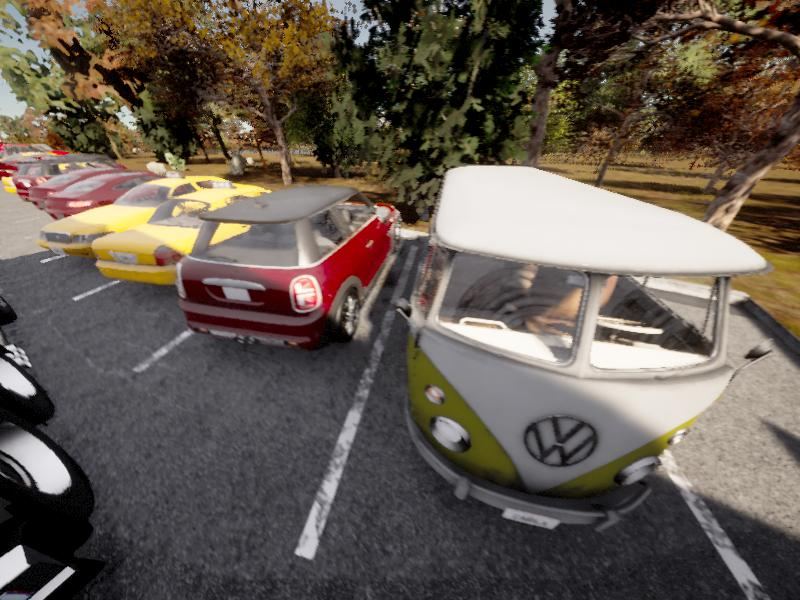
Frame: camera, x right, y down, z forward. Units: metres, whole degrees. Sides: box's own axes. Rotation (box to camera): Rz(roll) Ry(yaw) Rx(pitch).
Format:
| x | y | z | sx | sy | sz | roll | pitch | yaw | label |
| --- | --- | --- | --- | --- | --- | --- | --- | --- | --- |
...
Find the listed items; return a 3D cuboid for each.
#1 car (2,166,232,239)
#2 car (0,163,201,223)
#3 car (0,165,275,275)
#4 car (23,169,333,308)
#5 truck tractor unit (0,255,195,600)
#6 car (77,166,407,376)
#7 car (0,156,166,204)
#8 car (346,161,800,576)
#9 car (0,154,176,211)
| x | y | z | sx | sy | sz | roll | pitch | yaw | label |
| --- | --- | --- | --- | --- | --- | --- | --- | --- | --- |
| -8.932 | -3.708 | 8.152 | 2.002 | 1.452 | 4.674 | 7 | 35 | 10 | car |
| -11.444 | -4.593 | 9.446 | 2.002 | 1.452 | 4.674 | 7 | 35 | 10 | car |
| -6.442 | -2.765 | 6.695 | 1.946 | 1.575 | 5.366 | 7 | 35 | 9 | car |
| -3.844 | -2.100 | 5.724 | 1.946 | 1.575 | 5.366 | 6 | 35 | 10 | car |
| -5.097 | -0.313 | 0.804 | 6.516 | 4.208 | 3.053 | 19 | 39 | 25 | truck tractor unit |
| -1.350 | -1.221 | 4.218 | 2.185 | 1.767 | 4.553 | 6 | 35 | 9 | car |
| -16.396 | -6.530 | 12.203 | 1.946 | 1.575 | 5.366 | 7 | 35 | 11 | car |
| 1.186 | -0.406 | 2.847 | 1.878 | 1.987 | 4.442 | 6 | 35 | 9 | car |
| -13.952 | -5.609 | 10.639 | 2.185 | 1.767 | 4.553 | 7 | 35 | 11 | car |
